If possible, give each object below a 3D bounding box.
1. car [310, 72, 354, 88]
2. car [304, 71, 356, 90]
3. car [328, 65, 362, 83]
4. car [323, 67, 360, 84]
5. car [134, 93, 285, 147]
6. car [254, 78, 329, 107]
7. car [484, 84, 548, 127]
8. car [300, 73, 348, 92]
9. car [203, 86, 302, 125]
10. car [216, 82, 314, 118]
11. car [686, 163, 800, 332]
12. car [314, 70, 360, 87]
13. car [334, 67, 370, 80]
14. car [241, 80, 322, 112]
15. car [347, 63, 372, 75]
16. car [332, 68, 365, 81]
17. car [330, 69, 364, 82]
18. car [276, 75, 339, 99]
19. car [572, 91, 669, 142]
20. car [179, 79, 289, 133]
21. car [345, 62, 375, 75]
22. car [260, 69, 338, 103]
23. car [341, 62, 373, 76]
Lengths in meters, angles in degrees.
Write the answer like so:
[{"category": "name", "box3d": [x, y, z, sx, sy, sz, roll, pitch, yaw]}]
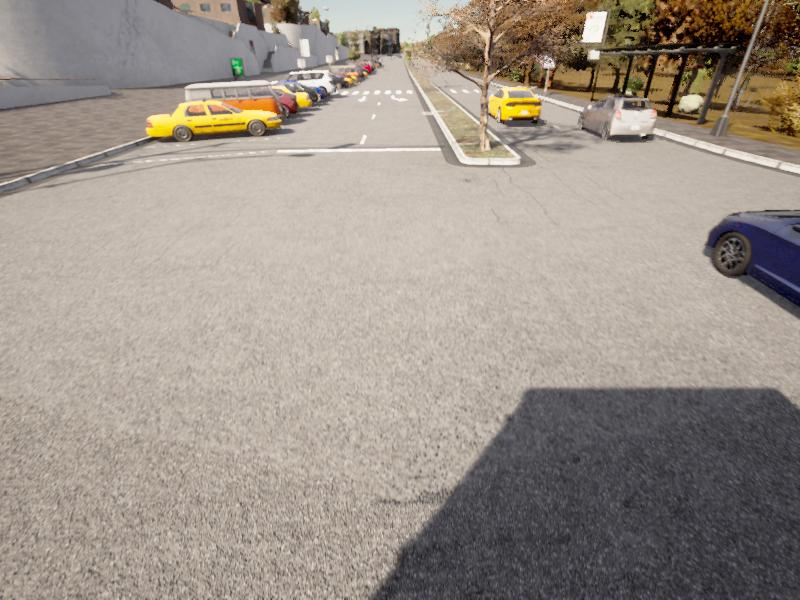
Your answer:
[{"category": "car", "box3d": [-8.106, -26.295, 47.728, 4.792, 1.488, 2.163, -12, 33, -16]}, {"category": "car", "box3d": [-7.908, -24.833, 45.219, 5.366, 1.575, 1.946, -12, 32, -16]}, {"category": "car", "box3d": [-7.975, -32.704, 57.875, 4.442, 1.987, 1.878, -12, 32, -16]}, {"category": "car", "box3d": [-8.052, -31.052, 55.336, 4.553, 1.767, 2.185, -12, 33, -16]}, {"category": "car", "box3d": [-7.917, -7.815, 17.175, 5.366, 1.575, 1.946, -12, 33, -16]}, {"category": "car", "box3d": [-8.092, -15.535, 29.858, 5.008, 1.535, 2.097, -12, 32, -16]}, {"category": "car", "box3d": [5.815, -10.185, 20.724, 1.882, 1.535, 5.008, -1, 31, 0]}, {"category": "car", "box3d": [-8.077, -23.219, 42.631, 4.674, 1.452, 2.002, -12, 33, -16]}, {"category": "car", "box3d": [-8.113, -10.847, 22.219, 4.792, 1.488, 2.163, -12, 33, -16]}, {"category": "car", "box3d": [-8.261, -12.397, 24.705, 5.366, 1.575, 1.946, -12, 33, -16]}, {"category": "car", "box3d": [5.835, -0.344, 4.720, 1.816, 1.474, 4.193, 0, 32, 0]}, {"category": "car", "box3d": [-7.906, -27.904, 50.334, 5.366, 1.575, 1.946, -12, 32, -16]}, {"category": "car", "box3d": [-7.903, -37.181, 65.655, 5.366, 1.575, 1.946, -12, 33, -16]}, {"category": "car", "box3d": [-8.080, -13.983, 27.308, 4.892, 1.521, 2.231, -12, 33, -16]}, {"category": "car", "box3d": [-7.970, -45.190, 78.220, 4.442, 1.987, 1.878, -12, 33, -16]}, {"category": "car", "box3d": [-8.101, -35.547, 63.056, 4.792, 1.488, 2.163, -12, 33, -16]}, {"category": "car", "box3d": [-8.070, -33.997, 60.521, 4.674, 1.452, 2.002, -12, 33, -16]}, {"category": "car", "box3d": [-8.094, -18.629, 34.959, 4.892, 1.521, 2.231, -12, 32, -16]}, {"category": "car", "box3d": [8.817, -7.613, 16.442, 1.845, 1.501, 3.633, -1, 31, 0]}, {"category": "car", "box3d": [-7.985, -9.544, 19.586, 4.442, 1.987, 1.878, -12, 33, -16]}, {"category": "car", "box3d": [-8.054, -46.767, 80.716, 5.566, 2.045, 2.435, -12, 33, -16]}, {"category": "car", "box3d": [-8.117, -17.289, 32.262, 5.566, 2.045, 2.435, -12, 33, -16]}, {"category": "car", "box3d": [-8.106, -43.604, 75.622, 5.566, 2.045, 2.435, -12, 33, -16]}]
